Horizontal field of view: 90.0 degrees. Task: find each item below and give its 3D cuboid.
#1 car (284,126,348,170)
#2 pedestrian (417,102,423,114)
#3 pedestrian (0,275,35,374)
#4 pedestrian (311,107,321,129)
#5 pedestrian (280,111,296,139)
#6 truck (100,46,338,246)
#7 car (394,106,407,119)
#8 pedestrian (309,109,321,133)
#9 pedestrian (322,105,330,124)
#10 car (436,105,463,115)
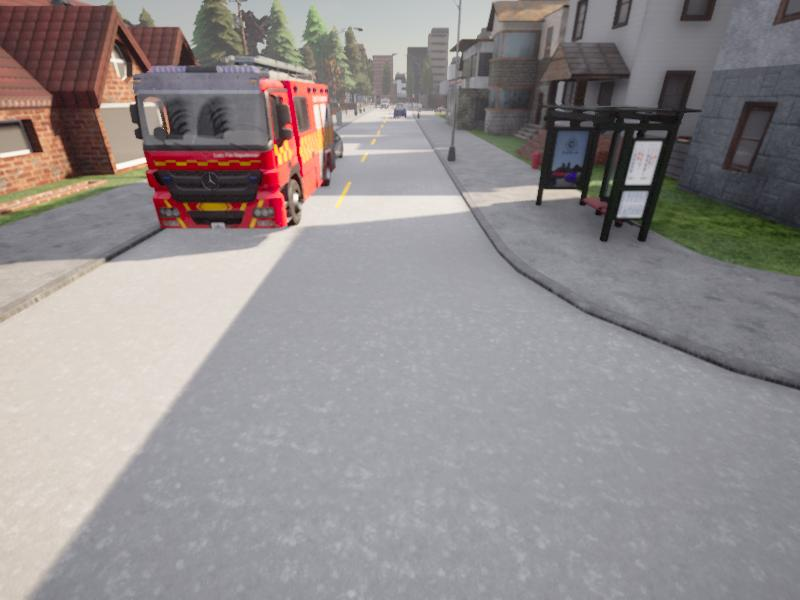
[{"bbox_3d":[-3.991,-7.687,19.988,2.128,1.511,4.902,0,27,0],"label":"car"},{"bbox_3d":[3.480,-33.202,69.121,0.751,1.860,0.751,-16,31,-28],"label":"pedestrian"},{"bbox_3d":[-5.239,0.231,4.714,0.751,1.300,0.751,-2,27,-5],"label":"pedestrian"},{"bbox_3d":[-7.946,-17.192,37.873,0.751,1.860,0.751,-2,27,-4],"label":"pedestrian"},{"bbox_3d":[-8.195,-12.808,29.318,0.751,1.860,0.751,1,27,2],"label":"pedestrian"},{"bbox_3d":[-3.999,-4.850,11.915,2.891,3.827,8.468,0,27,0],"label":"truck"},{"bbox_3d":[0.020,-28.055,59.710,1.882,1.535,5.008,0,27,0],"label":"car"},{"bbox_3d":[-7.204,-15.150,33.889,0.751,1.860,0.751,-3,27,-6],"label":"pedestrian"},{"bbox_3d":[-8.412,-21.103,45.507,0.751,1.860,0.751,-1,27,-2],"label":"pedestrian"},{"bbox_3d":[9.620,-37.208,78.271,5.027,1.651,2.152,0,27,0],"label":"car"}]
